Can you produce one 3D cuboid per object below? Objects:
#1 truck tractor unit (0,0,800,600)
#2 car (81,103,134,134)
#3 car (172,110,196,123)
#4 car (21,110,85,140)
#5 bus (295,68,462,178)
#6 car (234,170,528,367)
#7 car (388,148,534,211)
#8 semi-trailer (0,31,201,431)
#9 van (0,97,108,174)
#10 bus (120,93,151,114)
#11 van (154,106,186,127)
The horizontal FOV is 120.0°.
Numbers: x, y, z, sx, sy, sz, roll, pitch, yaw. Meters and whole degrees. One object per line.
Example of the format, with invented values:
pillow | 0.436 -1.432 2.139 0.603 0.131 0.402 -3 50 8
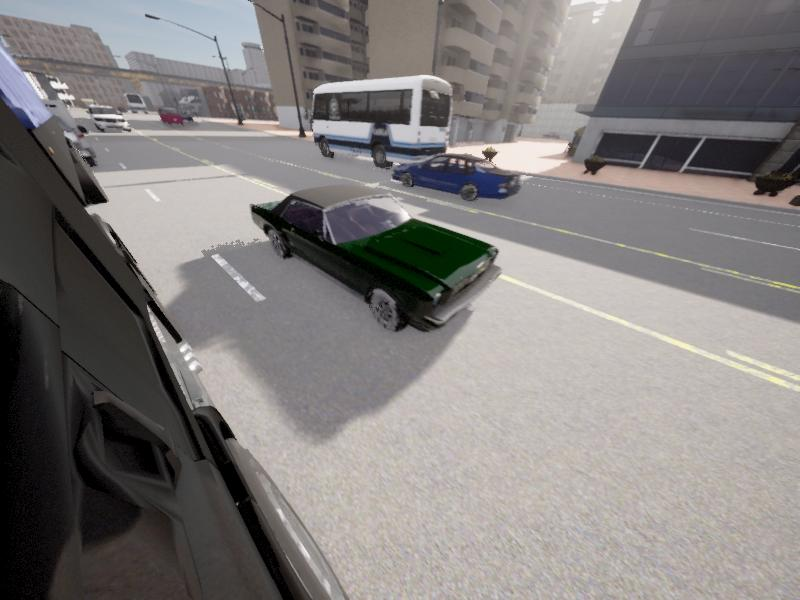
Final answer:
truck tractor unit | -2.645 -0.295 0.351 6.516 4.208 3.053 28 44 30
car | -29.083 -18.034 22.972 5.566 2.045 2.150 31 45 30
car | -36.762 -31.166 39.241 3.633 1.501 1.845 31 45 30
car | -27.282 -13.819 18.253 4.902 1.511 2.128 31 45 30
bus | -1.896 -11.381 15.104 10.273 4.253 3.944 30 45 31
car | -0.733 -1.153 4.060 4.718 1.301 1.895 29 44 31
car | 2.156 -5.187 9.539 5.357 1.411 2.033 29 44 31
semi-trailer | -8.636 -3.657 4.273 14.254 4.402 2.717 29 44 30
van | -16.777 -7.964 10.966 6.366 2.431 2.351 30 45 30
bus | -75.535 -55.894 65.853 3.944 4.253 10.273 -29 48 -35
van | -32.329 -25.790 32.484 4.442 1.987 1.775 31 45 30
